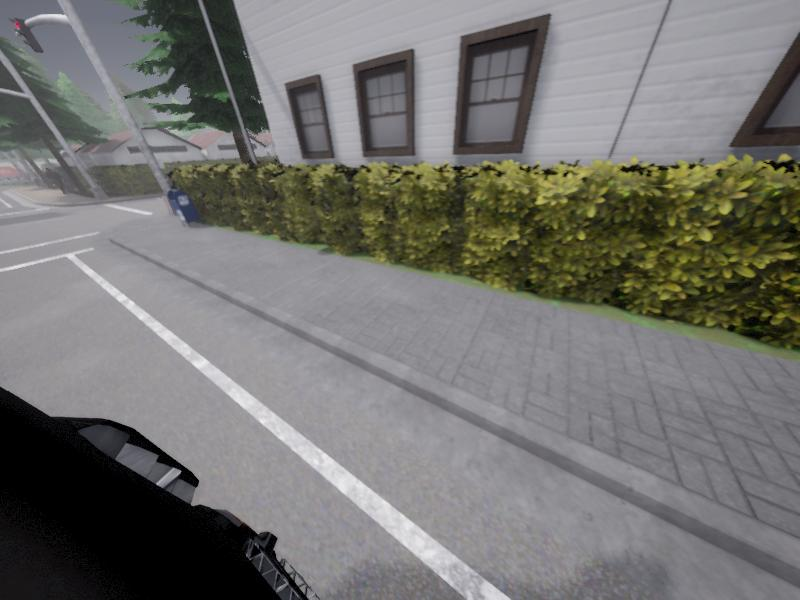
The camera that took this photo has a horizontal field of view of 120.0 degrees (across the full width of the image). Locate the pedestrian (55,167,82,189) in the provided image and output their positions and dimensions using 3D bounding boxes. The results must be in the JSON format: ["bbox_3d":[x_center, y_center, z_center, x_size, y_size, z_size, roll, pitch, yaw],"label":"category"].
[{"bbox_3d":[-34.501,-12.713,24.062,0.751,1.860,0.751,18,39,28],"label":"pedestrian"}]

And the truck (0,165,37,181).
[{"bbox_3d":[-83.302,-27.202,49.428,2.627,2.467,5.204,17,39,27],"label":"truck"}]

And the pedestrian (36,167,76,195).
[{"bbox_3d":[-26.277,-9.107,17.680,0.751,1.860,0.751,12,36,21],"label":"pedestrian"}]

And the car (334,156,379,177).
[{"bbox_3d":[-4.522,-14.545,25.080,1.882,1.535,5.008,17,38,27],"label":"car"}]

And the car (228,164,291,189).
[{"bbox_3d":[-12.194,-10.992,20.412,1.816,1.474,4.193,17,38,27],"label":"car"}]

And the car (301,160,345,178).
[{"bbox_3d":[-8.399,-14.525,25.509,1.994,1.385,4.181,17,39,28],"label":"car"}]
